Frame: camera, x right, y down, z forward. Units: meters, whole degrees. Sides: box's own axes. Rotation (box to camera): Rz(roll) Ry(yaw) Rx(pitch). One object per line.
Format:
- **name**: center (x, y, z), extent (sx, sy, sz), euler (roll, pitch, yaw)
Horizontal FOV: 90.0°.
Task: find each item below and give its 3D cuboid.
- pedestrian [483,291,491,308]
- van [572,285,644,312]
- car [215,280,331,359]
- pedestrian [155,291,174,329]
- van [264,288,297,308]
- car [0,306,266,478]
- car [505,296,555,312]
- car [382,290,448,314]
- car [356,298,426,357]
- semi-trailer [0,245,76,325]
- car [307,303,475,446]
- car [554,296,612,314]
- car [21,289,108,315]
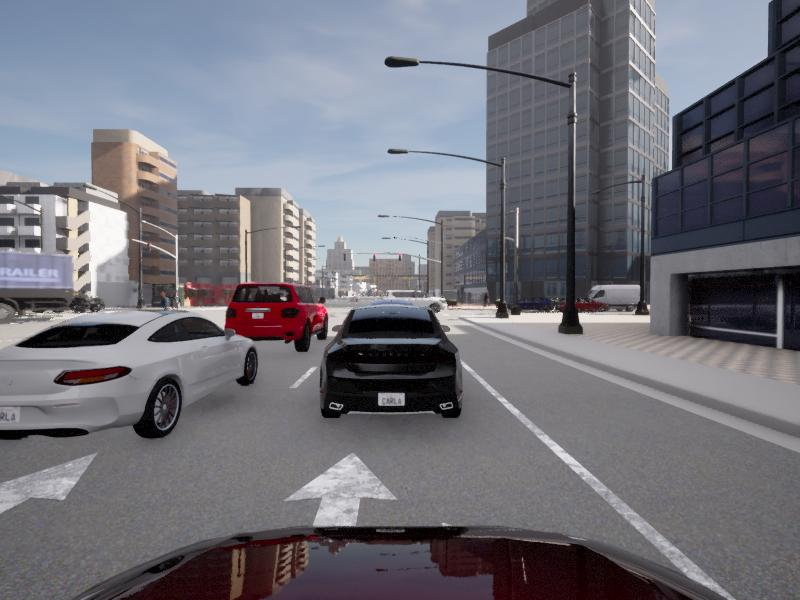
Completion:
- **pedestrian**: center (9.260, -0.065, 42.498), extent (0.751, 1.860, 0.751), euler (0, 1, 9)
- **van**: center (19.906, -0.155, 38.479), extent (5.915, 2.561, 1.988), euler (0, 1, -1)
- **car**: center (-3.796, 0.479, 13.206), extent (2.150, 2.045, 5.566), euler (0, 1, -1)
- **pedestrian**: center (-11.543, 0.469, 19.607), extent (0.751, 1.860, 0.751), euler (-1, 1, -36)
- **van**: center (-15.145, -0.233, 51.184), extent (2.351, 2.431, 6.366), euler (0, 0, -1)
- **car**: center (-3.631, 0.861, 5.908), extent (1.812, 1.442, 4.674), euler (0, 0, -1)
- **car**: center (12.427, 0.376, 38.379), extent (4.193, 1.474, 1.816), euler (0, 1, -1)
- **car**: center (1.292, 0.163, 34.971), extent (5.566, 2.045, 2.150), euler (0, 1, 3)
- **car**: center (-0.289, 0.737, 13.310), extent (1.882, 1.535, 5.008), euler (0, 1, -1)
- **semi-trailer**: center (-25.569, -0.788, 19.977), extent (2.717, 4.402, 14.254), euler (1, 2, 40)
- **car**: center (-0.149, 0.835, 6.827), extent (1.837, 1.490, 4.892), euler (0, 0, -1)
- **car**: center (15.937, 0.438, 34.976), extent (4.193, 1.474, 1.816), euler (0, 1, 0)
- **car**: center (-28.591, 0.149, 34.274), extent (5.566, 2.045, 2.150), euler (0, 1, -1)
